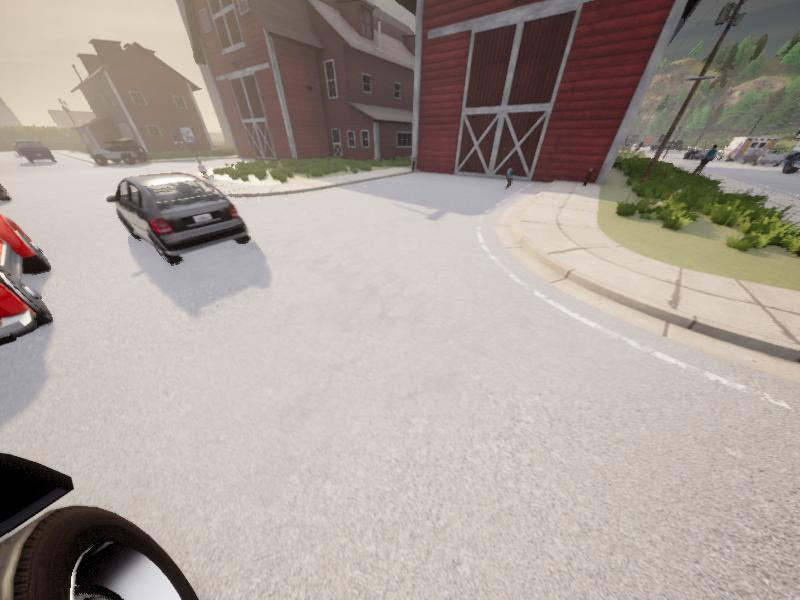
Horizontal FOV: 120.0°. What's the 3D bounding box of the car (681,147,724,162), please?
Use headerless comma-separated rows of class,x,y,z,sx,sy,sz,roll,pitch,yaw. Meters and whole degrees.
car,37.147,-18.006,28.549,1.994,1.385,4.181,21,40,27

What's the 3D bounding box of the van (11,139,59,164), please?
van,-38.530,-15.710,24.371,4.442,1.987,1.775,22,41,28

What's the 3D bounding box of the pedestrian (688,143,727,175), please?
pedestrian,21.511,-9.908,16.232,0.751,1.860,0.751,22,41,28

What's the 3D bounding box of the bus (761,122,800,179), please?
bus,29.504,-9.686,14.176,3.944,4.253,10.273,23,41,29

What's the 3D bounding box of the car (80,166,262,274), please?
car,-5.497,-2.186,5.621,3.705,1.549,1.789,22,41,28

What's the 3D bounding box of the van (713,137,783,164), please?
van,41.083,-17.969,27.595,2.351,2.431,6.366,23,41,29

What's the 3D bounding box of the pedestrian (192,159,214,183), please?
pedestrian,-10.919,-7.164,12.802,0.500,1.100,0.500,-25,42,-31

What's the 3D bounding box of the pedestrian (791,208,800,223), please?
pedestrian,12.737,-3.146,6.579,0.751,1.860,0.751,-26,43,-32

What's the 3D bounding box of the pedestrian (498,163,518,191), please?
pedestrian,5.261,-6.007,11.287,0.500,1.100,0.500,22,41,28

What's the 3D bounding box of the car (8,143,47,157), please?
car,-51.253,-20.650,31.779,4.792,1.488,2.163,22,41,28

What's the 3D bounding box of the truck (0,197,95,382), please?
truck,-6.964,-0.691,2.704,5.204,2.467,2.627,23,41,27

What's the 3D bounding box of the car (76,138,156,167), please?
car,-25.843,-13.590,21.219,3.866,1.878,1.905,-6,41,-5

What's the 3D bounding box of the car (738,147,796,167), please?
car,37.367,-14.668,23.665,1.845,1.501,3.633,23,41,29

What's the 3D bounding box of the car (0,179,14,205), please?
car,-18.155,-4.754,9.419,4.181,1.385,1.994,22,41,28

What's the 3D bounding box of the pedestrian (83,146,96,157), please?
pedestrian,-38.340,-18.317,28.542,0.500,1.100,0.500,23,41,29

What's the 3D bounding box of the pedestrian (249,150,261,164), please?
pedestrian,-13.891,-13.701,22.096,0.500,1.100,0.500,21,40,26
